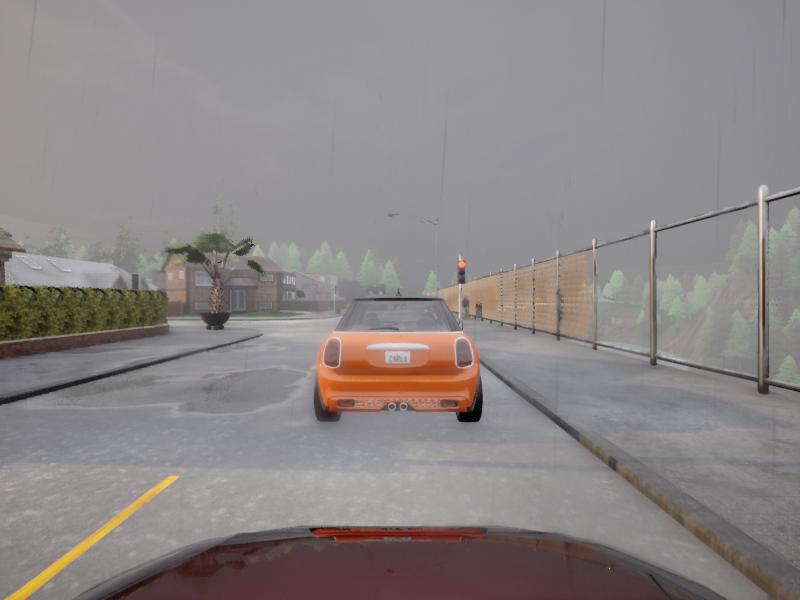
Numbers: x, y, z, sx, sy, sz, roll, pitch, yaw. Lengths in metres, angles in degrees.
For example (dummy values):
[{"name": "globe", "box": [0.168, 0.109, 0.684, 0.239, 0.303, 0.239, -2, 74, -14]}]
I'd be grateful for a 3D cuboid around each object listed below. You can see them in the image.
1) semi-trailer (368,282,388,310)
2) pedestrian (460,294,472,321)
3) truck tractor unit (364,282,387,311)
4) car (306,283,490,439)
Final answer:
[{"name": "semi-trailer", "box": [-3.680, -0.617, 69.879, 2.717, 4.402, 14.254, 0, 0, 0]}, {"name": "pedestrian", "box": [4.731, 0.533, 28.835, 0.751, 1.860, 0.751, 0, 0, 1]}, {"name": "truck tractor unit", "box": [-3.706, -0.522, 61.965, 3.053, 4.208, 6.516, 0, 0, 0]}, {"name": "car", "box": [-0.001, 0.694, 6.836, 2.097, 1.767, 4.553, 0, 0, 1]}]
